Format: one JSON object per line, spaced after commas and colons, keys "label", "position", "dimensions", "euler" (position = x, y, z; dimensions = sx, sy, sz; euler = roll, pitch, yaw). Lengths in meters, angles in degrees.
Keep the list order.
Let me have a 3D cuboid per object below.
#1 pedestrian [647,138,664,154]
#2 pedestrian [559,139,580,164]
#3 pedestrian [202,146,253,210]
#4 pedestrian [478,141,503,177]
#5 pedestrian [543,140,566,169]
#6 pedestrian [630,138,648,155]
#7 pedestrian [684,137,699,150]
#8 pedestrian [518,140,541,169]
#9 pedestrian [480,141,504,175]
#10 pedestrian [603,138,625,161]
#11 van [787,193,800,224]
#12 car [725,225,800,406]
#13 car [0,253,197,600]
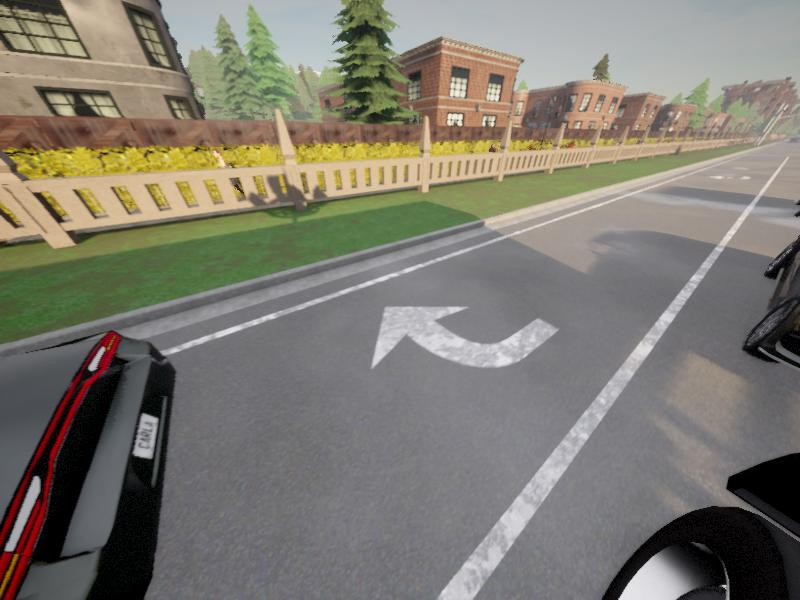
{"label": "pedestrian", "position": [35.015, -21.125, 31.643], "dimensions": [0.751, 1.860, 0.751], "euler": [-26, 42, -31]}
{"label": "pedestrian", "position": [15.381, -13.515, 21.018], "dimensions": [0.751, 1.860, 0.751], "euler": [-22, 40, -27]}
{"label": "pedestrian", "position": [-5.977, -4.256, 8.070], "dimensions": [0.751, 1.860, 0.751], "euler": [-24, 42, -30]}
{"label": "pedestrian", "position": [5.617, -8.794, 14.406], "dimensions": [0.751, 1.860, 0.751], "euler": [-22, 41, -28]}
{"label": "pedestrian", "position": [12.047, -11.399, 18.046], "dimensions": [0.751, 1.860, 0.751], "euler": [-23, 41, -29]}
{"label": "pedestrian", "position": [30.708, -19.730, 29.701], "dimensions": [0.751, 1.860, 0.751], "euler": [-21, 40, -27]}
{"label": "pedestrian", "position": [49.197, -26.393, 38.997], "dimensions": [0.751, 1.860, 0.751], "euler": [-22, 41, -28]}
{"label": "pedestrian", "position": [9.948, -11.220, 17.810], "dimensions": [0.751, 1.860, 0.751], "euler": [-22, 41, -28]}
{"label": "pedestrian", "position": [5.952, -9.232, 15.026], "dimensions": [0.751, 1.860, 0.751], "euler": [-20, 40, -25]}
{"label": "pedestrian", "position": [21.747, -15.301, 23.498], "dimensions": [0.751, 1.860, 0.751], "euler": [-22, 40, -27]}
{"label": "van", "position": [14.573, -3.608, 7.179], "dimensions": [4.442, 1.987, 1.775], "euler": [-22, 41, -28]}
{"label": "car", "position": [6.486, -0.154, 2.679], "dimensions": [5.027, 1.651, 2.152], "euler": [-22, 41, -28]}
{"label": "car", "position": [-3.772, 1.593, 0.349], "dimensions": [4.974, 1.542, 2.038], "euler": [-22, 41, -28]}
